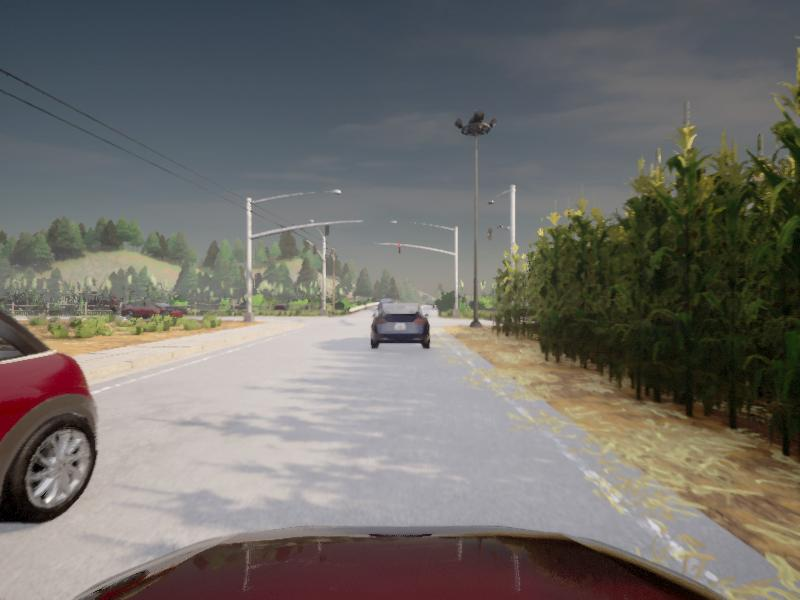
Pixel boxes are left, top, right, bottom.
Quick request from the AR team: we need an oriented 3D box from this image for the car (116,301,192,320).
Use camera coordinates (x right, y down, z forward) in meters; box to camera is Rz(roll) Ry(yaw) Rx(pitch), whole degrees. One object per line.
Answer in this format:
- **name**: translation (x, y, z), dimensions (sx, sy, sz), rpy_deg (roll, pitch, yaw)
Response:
- **car**: translation (-19.740, 0.812, 32.246), dimensions (4.792, 1.488, 2.163), rpy_deg (0, 0, 3)

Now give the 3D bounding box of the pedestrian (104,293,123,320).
- **pedestrian**: translation (-19.546, 0.447, 27.280), dimensions (0.751, 1.860, 0.751), rpy_deg (0, 0, -2)

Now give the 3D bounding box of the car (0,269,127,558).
- **car**: translation (-3.496, 0.694, 1.305), dimensions (2.097, 1.767, 4.553), rpy_deg (0, 0, 0)

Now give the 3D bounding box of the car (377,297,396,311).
- **car**: translation (-1.631, 0.471, 49.633), dimensions (1.812, 1.442, 4.674), rpy_deg (0, 3, 6)

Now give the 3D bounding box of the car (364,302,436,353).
- **car**: translation (0.024, 0.849, 14.472), dimensions (2.163, 1.488, 4.792), rpy_deg (0, 0, 0)
